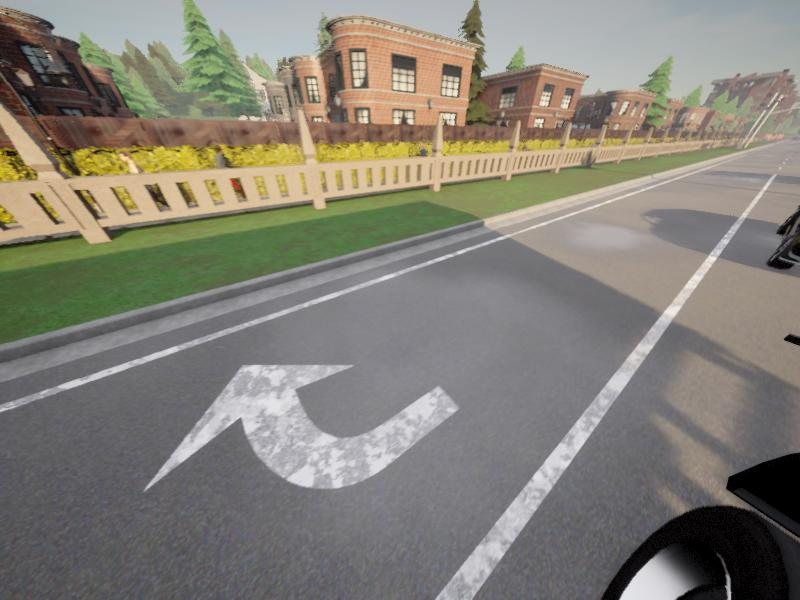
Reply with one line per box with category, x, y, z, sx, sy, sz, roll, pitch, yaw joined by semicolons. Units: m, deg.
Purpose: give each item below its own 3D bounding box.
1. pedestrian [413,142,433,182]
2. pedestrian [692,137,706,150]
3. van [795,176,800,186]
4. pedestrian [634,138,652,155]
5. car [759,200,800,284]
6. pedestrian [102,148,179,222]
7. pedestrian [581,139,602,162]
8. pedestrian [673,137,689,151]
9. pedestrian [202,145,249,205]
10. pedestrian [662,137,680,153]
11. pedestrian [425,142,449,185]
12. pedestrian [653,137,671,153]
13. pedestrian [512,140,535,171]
pedestrian;1.252;-7.728;12.933;0.751;1.860;0.751;-21;40;-27
pedestrian;53.539;-28.094;41.385;0.751;1.860;0.751;-22;40;-27
van;23.647;-7.280;12.309;4.442;1.987;1.775;-22;41;-27
pedestrian;31.219;-19.696;29.665;0.751;1.860;0.751;-22;41;-28
car;9.813;-1.519;4.572;5.027;1.651;2.152;-22;41;-28
pedestrian;-7.648;-3.438;6.924;0.751;1.860;0.751;-28;44;-33
pedestrian;18.874;-14.762;22.761;0.751;1.860;0.751;-23;41;-28
pedestrian;46.280;-25.711;38.068;0.751;1.860;0.751;-22;41;-28
pedestrian;-6.435;-4.628;8.601;0.751;1.860;0.751;-22;41;-28
pedestrian;38.537;-22.003;32.873;0.751;1.860;0.751;-22;40;-27
pedestrian;1.920;-7.207;12.189;0.751;1.860;0.751;-23;41;-28
pedestrian;37.213;-21.937;32.792;0.751;1.860;0.751;-19;39;-24
pedestrian;9.050;-10.589;16.925;0.751;1.860;0.751;-23;41;-28
